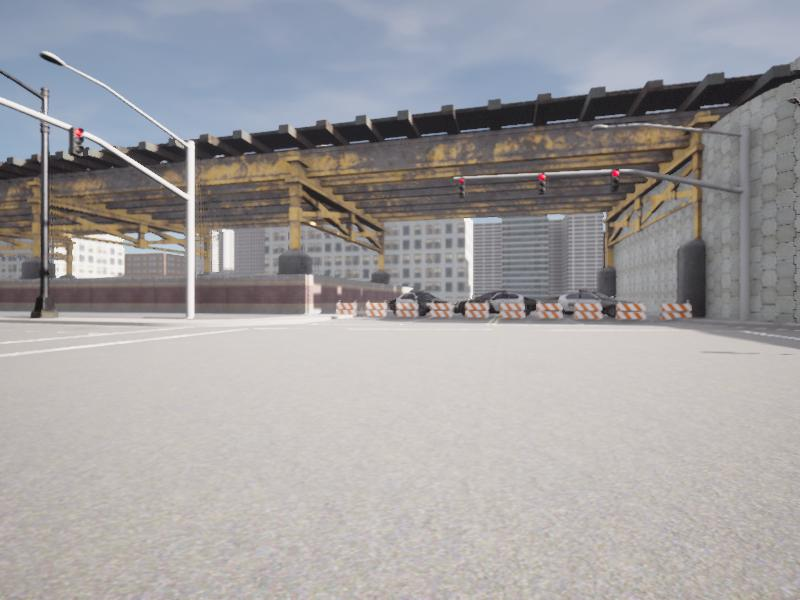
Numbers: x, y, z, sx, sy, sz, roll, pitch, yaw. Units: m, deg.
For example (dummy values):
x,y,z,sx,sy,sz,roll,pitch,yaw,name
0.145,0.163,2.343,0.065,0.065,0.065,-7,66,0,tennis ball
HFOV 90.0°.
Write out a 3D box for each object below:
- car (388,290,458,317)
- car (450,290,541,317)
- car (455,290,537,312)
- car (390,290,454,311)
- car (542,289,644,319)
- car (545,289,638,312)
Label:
x,y,z,sx,sy,sz,roll,pitch,yaw,name
1.302,0.197,25.301,2.038,1.542,4.974,0,0,-30,car
5.726,0.198,24.011,4.974,1.542,2.038,0,0,-20,car
5.774,0.041,24.029,4.536,1.218,1.853,0,0,-20,car
1.276,0.039,25.346,1.853,1.218,4.536,0,0,-30,car
11.097,0.200,23.253,4.974,1.542,2.038,0,0,45,car
11.060,0.043,23.290,4.536,1.218,1.853,0,0,45,car
